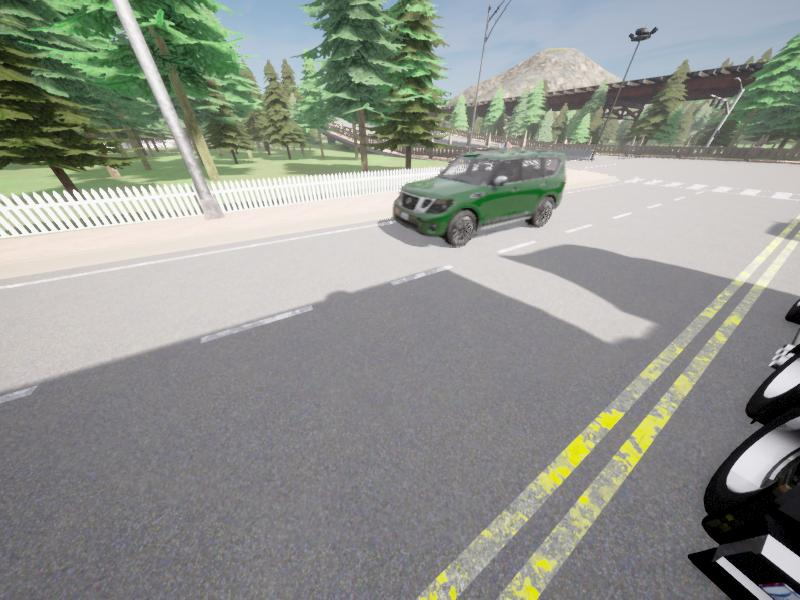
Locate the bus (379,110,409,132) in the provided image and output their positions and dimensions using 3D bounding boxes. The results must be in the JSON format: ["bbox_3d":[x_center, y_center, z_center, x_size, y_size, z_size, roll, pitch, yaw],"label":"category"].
[{"bbox_3d":[-2.026,-53.900,69.335,3.944,4.253,10.273,-20,47,-26],"label":"bus"}]

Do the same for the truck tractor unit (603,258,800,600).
[{"bbox_3d":[5.099,-0.312,0.797,6.516,4.208,3.053,-19,39,-25],"label":"truck tractor unit"}]

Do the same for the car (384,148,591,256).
[{"bbox_3d":[2.527,-3.203,6.823,5.566,2.045,2.150,-18,39,-24],"label":"car"}]
